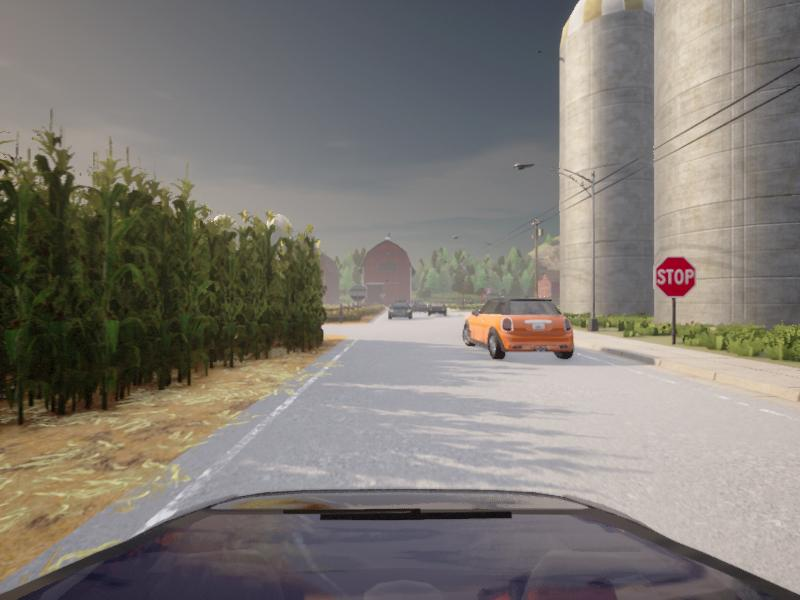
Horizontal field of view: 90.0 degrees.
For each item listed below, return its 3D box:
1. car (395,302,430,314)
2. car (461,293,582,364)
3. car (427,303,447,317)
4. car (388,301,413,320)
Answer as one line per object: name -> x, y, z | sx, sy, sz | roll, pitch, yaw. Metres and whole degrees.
car -> 1.527, 0.918, 48.552 | 1.994, 1.385, 4.181 | 0, 0, 42
car -> 3.394, 0.698, 12.291 | 2.097, 1.767, 4.553 | 0, 0, -3
car -> 3.834, 0.953, 40.860 | 1.895, 1.301, 4.718 | 0, 0, 6
car -> 0.025, 0.834, 34.575 | 2.038, 1.542, 4.974 | 0, 0, 0
